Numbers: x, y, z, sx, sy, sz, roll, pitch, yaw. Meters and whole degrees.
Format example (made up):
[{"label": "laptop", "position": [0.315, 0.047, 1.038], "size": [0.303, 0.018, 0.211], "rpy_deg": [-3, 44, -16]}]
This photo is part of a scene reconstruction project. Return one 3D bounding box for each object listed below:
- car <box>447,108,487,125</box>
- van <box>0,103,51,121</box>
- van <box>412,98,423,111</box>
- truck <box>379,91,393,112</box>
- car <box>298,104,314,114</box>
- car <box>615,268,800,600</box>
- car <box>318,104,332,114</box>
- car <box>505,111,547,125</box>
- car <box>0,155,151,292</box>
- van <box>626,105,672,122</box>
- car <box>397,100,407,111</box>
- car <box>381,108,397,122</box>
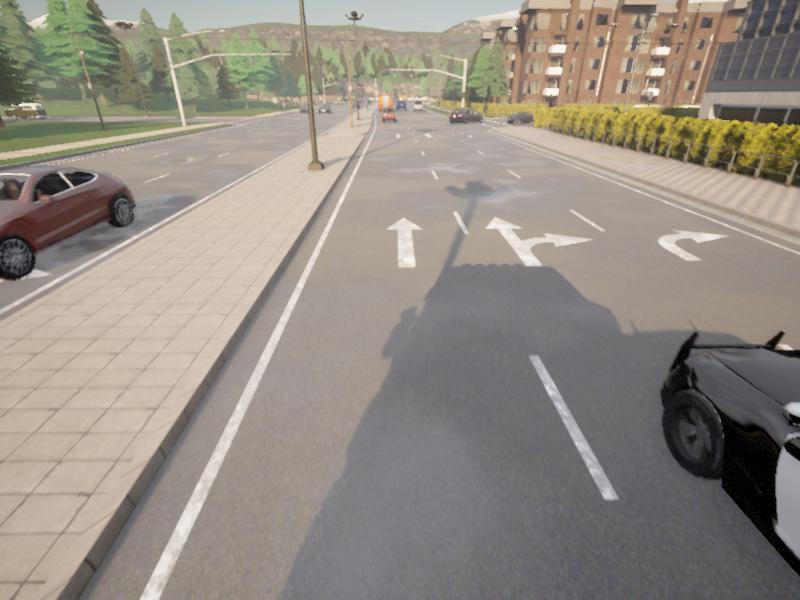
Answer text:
[{"label": "car", "position": [8.266, -22.626, 49.201], "size": [4.611, 1.667, 2.242], "rpy_deg": [-21, 33, -35]}, {"label": "van", "position": [-50.272, -25.288, 53.735], "size": [4.480, 2.038, 2.069], "rpy_deg": [0, 27, 0]}, {"label": "van", "position": [3.920, -44.022, 90.132], "size": [1.988, 2.561, 5.915], "rpy_deg": [0, 27, -1]}, {"label": "truck", "position": [-3.017, -43.109, 86.902], "size": [2.891, 3.827, 8.468], "rpy_deg": [0, 27, -1]}, {"label": "car", "position": [-17.763, -36.294, 76.003], "size": [2.038, 1.542, 4.974], "rpy_deg": [-1, 27, -1]}, {"label": "car", "position": [3.569, 1.486, 2.097], "size": [2.038, 1.542, 4.974], "rpy_deg": [0, 27, -1]}, {"label": "car", "position": [-14.305, -36.610, 76.531], "size": [2.033, 1.649, 4.856], "rpy_deg": [-1, 27, -2]}, {"label": "car", "position": [15.011, -21.665, 47.683], "size": [4.181, 1.385, 1.994], "rpy_deg": [-5, 27, -9]}, {"label": "car", "position": [-8.078, -1.952, 8.685], "size": [2.152, 1.651, 5.027], "rpy_deg": [0, 27, -1]}, {"label": "van", "position": [33.570, -25.245, 54.046], "size": [4.480, 2.038, 2.069], "rpy_deg": [0, 27, 0]}, {"label": "car", "position": [0.370, -44.944, 92.462], "size": [2.150, 2.045, 5.566], "rpy_deg": [0, 27, -1]}, {"label": "car", "position": [-1.465, -24.353, 52.607], "size": [1.851, 1.617, 3.988], "rpy_deg": [-1, 27, -3]}]
